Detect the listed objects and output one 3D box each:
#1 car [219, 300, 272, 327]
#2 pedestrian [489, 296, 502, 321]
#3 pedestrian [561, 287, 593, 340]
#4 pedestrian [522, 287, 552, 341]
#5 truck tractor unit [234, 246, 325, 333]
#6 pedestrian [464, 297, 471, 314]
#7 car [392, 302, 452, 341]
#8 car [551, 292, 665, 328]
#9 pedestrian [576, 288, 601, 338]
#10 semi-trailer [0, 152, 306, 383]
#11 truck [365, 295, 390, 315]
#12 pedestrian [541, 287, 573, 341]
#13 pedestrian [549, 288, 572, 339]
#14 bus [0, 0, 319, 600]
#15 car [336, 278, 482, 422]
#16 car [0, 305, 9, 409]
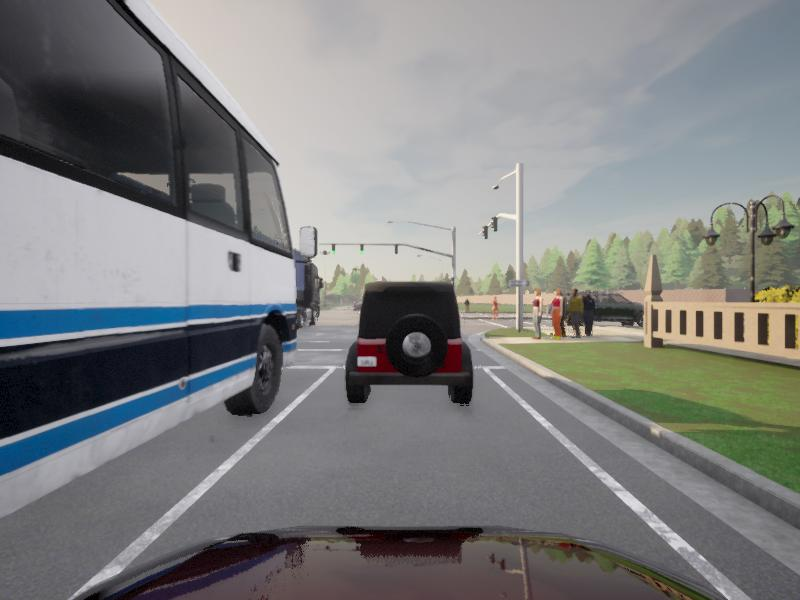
[{"bbox_3d":[-9.909,0.789,25.979,1.851,1.617,3.988,0,0,1],"label":"car"},{"bbox_3d":[7.121,0.638,29.843,0.751,1.860,0.751,0,0,0],"label":"pedestrian"},{"bbox_3d":[6.497,0.485,14.685,0.751,1.860,0.751,0,0,-18],"label":"pedestrian"},{"bbox_3d":[4.924,0.485,14.377,0.751,1.860,0.751,0,0,-9],"label":"pedestrian"},{"bbox_3d":[-6.482,-0.522,22.690,3.053,4.208,6.516,0,0,1],"label":"truck tractor unit"},{"bbox_3d":[7.528,0.639,44.690,0.751,1.860,0.751,0,0,1],"label":"pedestrian"},{"bbox_3d":[1.090,0.854,17.570,1.970,1.475,3.806,0,0,14],"label":"car"},{"bbox_3d":[12.188,0.567,23.763,5.566,2.045,2.150,0,0,2],"label":"car"},{"bbox_3d":[7.159,0.485,15.208,0.751,1.860,0.751,0,0,15],"label":"pedestrian"},{"bbox_3d":[-6.647,-0.619,14.775,2.717,4.402,14.254,0,0,1],"label":"semi-trailer"},{"bbox_3d":[-2.463,0.544,45.778,2.390,2.098,6.274,0,0,1],"label":"truck"},{"bbox_3d":[5.655,0.485,14.429,0.751,1.860,0.751,0,0,-14],"label":"pedestrian"},{"bbox_3d":[5.951,0.485,14.856,0.751,1.860,0.751,0,0,17],"label":"pedestrian"},{"bbox_3d":[-3.569,-0.534,2.189,3.944,4.253,10.273,0,0,1],"label":"bus"},{"bbox_3d":[0.167,0.647,7.161,1.905,1.878,3.866,0,0,1],"label":"car"},{"bbox_3d":[-6.962,0.836,3.533,2.128,1.511,4.902,0,0,2],"label":"car"}]
